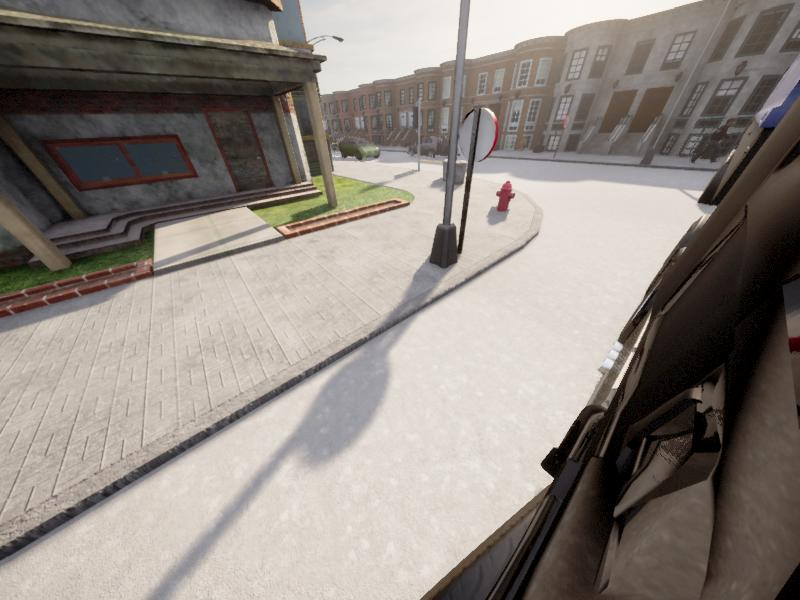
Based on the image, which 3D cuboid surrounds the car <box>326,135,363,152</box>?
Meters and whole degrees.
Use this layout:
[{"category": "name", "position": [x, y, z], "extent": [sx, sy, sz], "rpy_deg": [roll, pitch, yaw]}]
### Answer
[{"category": "car", "position": [-6.825, -19.095, 28.132], "extent": [1.801, 1.575, 5.366], "rpy_deg": [-28, 43, -29]}]

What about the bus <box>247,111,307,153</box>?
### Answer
[{"category": "bus", "position": [-17.999, -24.289, 33.489], "extent": [3.944, 4.253, 10.273], "rpy_deg": [-28, 44, -30]}]

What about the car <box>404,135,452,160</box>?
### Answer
[{"category": "car", "position": [2.253, -12.801, 19.257], "extent": [1.845, 1.501, 3.633], "rpy_deg": [-27, 44, -29]}]

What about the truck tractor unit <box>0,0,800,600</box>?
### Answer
[{"category": "truck tractor unit", "position": [2.645, -0.295, 0.351], "extent": [6.516, 4.208, 3.053], "rpy_deg": [-28, 44, -30]}]

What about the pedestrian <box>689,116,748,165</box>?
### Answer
[{"category": "pedestrian", "position": [15.149, -7.579, 11.043], "extent": [0.751, 1.860, 0.751], "rpy_deg": [-22, 41, -24]}]

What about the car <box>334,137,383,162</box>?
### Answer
[{"category": "car", "position": [-3.658, -13.221, 20.173], "extent": [2.007, 1.525, 4.514], "rpy_deg": [-28, 44, -30]}]

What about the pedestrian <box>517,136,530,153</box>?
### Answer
[{"category": "pedestrian", "position": [9.718, -12.260, 18.232], "extent": [0.500, 1.100, 0.500], "rpy_deg": [-4, 37, -2]}]

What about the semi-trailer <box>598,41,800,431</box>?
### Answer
[{"category": "semi-trailer", "position": [8.701, -3.603, 4.225], "extent": [14.254, 4.402, 2.717], "rpy_deg": [-28, 44, -30]}]
